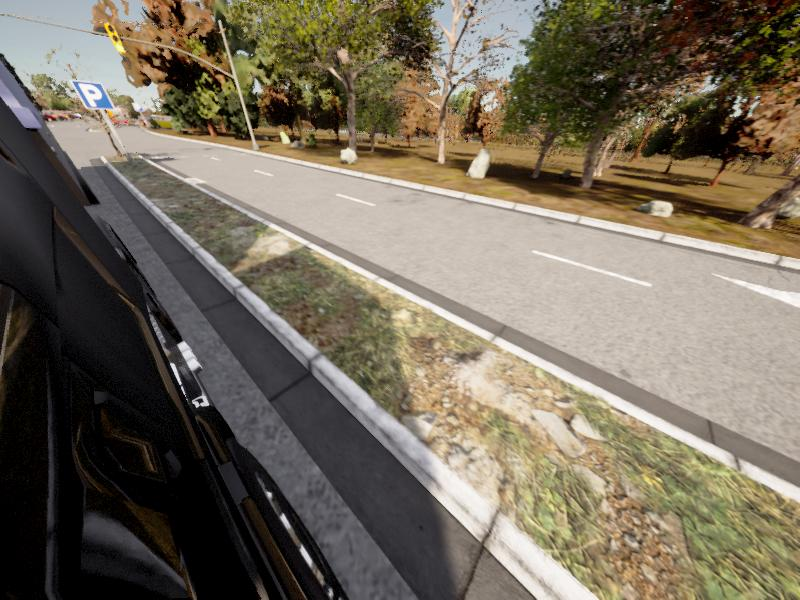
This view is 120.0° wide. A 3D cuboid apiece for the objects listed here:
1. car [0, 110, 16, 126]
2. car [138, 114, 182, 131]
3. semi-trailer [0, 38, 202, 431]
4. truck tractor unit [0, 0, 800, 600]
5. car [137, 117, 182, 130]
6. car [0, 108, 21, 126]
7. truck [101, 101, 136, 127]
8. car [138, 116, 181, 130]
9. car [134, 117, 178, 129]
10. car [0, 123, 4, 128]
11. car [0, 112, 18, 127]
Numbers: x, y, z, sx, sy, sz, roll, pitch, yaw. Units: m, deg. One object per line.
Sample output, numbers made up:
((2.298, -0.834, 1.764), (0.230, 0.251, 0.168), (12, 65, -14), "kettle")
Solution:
((-55.146, -23.817, 30.141), (2.185, 1.767, 4.553), (17, 40, 20), "car")
((-40.971, -30.405, 39.655), (1.878, 1.987, 4.442), (19, 39, 19), "car")
((-8.727, -3.579, 4.209), (14.254, 4.402, 2.717), (28, 43, 30), "semi-trailer")
((-2.645, -0.295, 0.352), (6.516, 4.208, 3.053), (28, 44, 30), "truck tractor unit")
((-44.933, -33.079, 43.344), (1.946, 1.575, 5.366), (19, 39, 20), "car")
((-57.160, -25.351, 31.891), (1.878, 1.987, 4.442), (18, 40, 20), "car")
((-57.978, -38.530, 47.866), (2.891, 3.827, 8.468), (-27, 46, -33), "truck")
((-42.992, -31.713, 41.439), (2.185, 1.767, 4.553), (18, 39, 20), "car")
((-47.119, -34.247, 44.753), (1.946, 1.575, 5.366), (19, 39, 20), "car")
((-51.096, -20.923, 26.805), (2.163, 1.488, 4.792), (17, 40, 19), "car")
((-52.960, -22.468, 28.679), (1.946, 1.575, 5.366), (17, 40, 19), "car")
